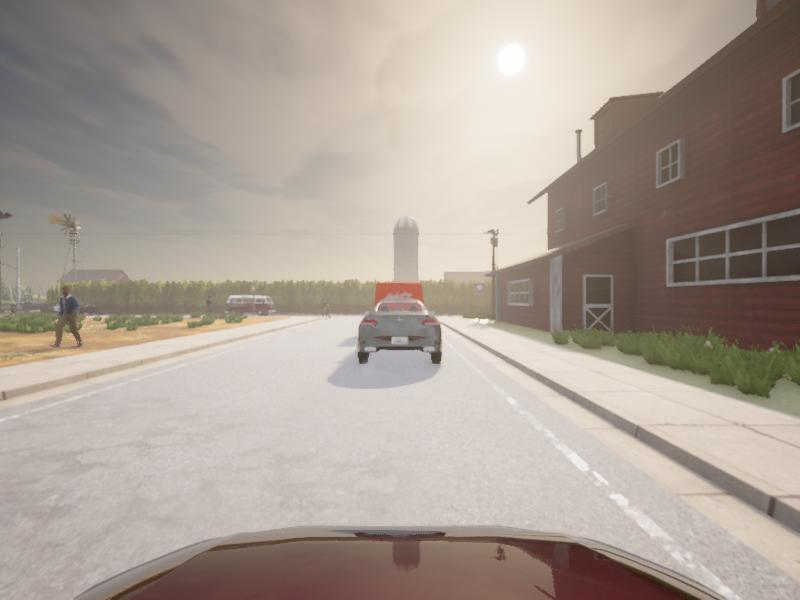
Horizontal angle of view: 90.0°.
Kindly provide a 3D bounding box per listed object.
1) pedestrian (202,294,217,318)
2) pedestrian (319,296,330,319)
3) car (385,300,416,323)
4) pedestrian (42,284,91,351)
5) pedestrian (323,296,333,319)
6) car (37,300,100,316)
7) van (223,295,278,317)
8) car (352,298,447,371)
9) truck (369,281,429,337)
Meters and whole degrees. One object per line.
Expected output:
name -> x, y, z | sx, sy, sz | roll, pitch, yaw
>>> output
pedestrian -> -15.432, 0.468, 32.387 | 0.751, 1.860, 0.751 | 0, 0, 10
pedestrian -> -6.401, 0.621, 33.820 | 0.751, 1.860, 0.751 | 0, 0, -21
car -> 0.134, 0.808, 30.245 | 2.038, 1.542, 4.974 | 0, 0, 3
pedestrian -> -9.498, 0.477, 11.422 | 0.751, 1.860, 0.751 | 0, 0, 1
pedestrian -> -6.021, 0.618, 33.319 | 0.751, 1.860, 0.751 | 0, 0, -17
car -> -35.032, 0.823, 42.315 | 4.974, 1.542, 2.038 | 0, 0, 1
van -> -14.353, 0.573, 38.505 | 4.480, 2.038, 2.069 | 0, 0, 1
car -> -0.004, 0.774, 11.603 | 2.152, 1.651, 5.027 | 0, 0, 0
truck -> -0.014, 0.356, 20.304 | 2.627, 2.467, 5.204 | 0, 1, 1
